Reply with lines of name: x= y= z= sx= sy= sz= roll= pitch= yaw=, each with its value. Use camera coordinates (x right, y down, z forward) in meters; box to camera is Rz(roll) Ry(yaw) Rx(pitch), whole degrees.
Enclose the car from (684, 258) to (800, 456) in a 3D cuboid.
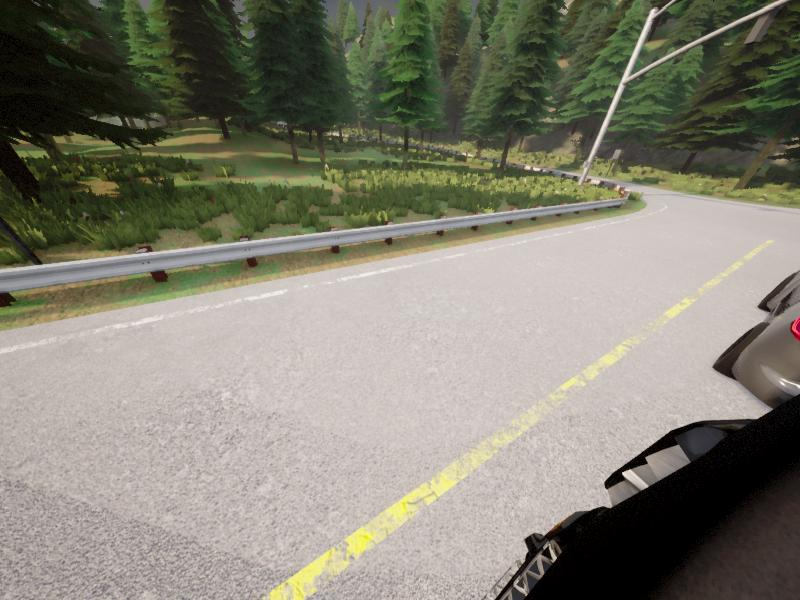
car: x=5.831 y=0.331 z=2.378 sx=4.611 sy=1.667 sz=2.242 roll=-16 pitch=38 yaw=-26
